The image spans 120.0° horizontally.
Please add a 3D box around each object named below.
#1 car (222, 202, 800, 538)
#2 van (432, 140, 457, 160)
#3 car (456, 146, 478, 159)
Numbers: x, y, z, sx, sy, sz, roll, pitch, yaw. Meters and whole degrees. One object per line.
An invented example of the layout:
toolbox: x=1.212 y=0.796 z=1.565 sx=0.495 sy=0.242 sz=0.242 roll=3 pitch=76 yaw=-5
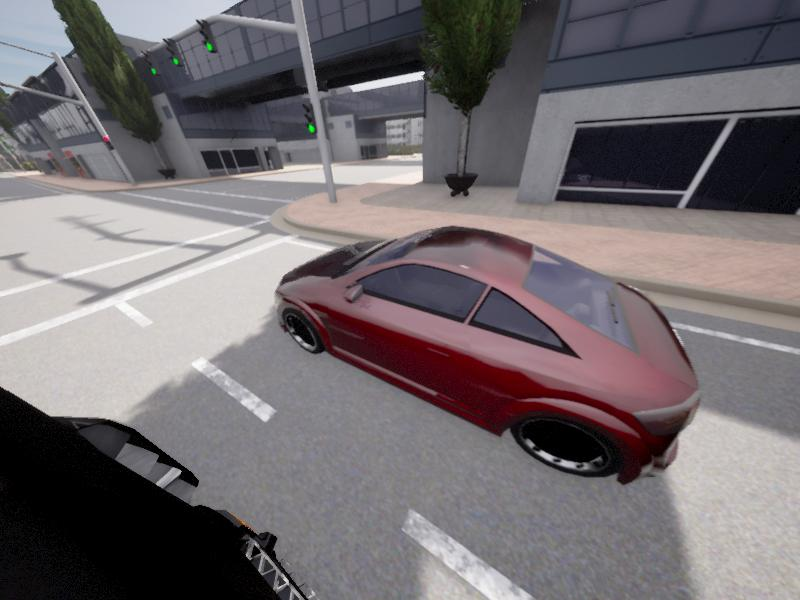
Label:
car: x=0.380 y=-0.069 z=2.712 sx=4.181 sy=1.385 sz=1.994 roll=16 pitch=38 yaw=26
van: x=7.608 y=-25.324 z=38.967 sx=1.988 sy=2.561 sz=5.915 roll=16 pitch=38 yaw=26
car: x=11.158 y=-24.570 z=38.416 sx=1.930 sy=1.638 sz=5.238 roll=16 pitch=38 yaw=26
